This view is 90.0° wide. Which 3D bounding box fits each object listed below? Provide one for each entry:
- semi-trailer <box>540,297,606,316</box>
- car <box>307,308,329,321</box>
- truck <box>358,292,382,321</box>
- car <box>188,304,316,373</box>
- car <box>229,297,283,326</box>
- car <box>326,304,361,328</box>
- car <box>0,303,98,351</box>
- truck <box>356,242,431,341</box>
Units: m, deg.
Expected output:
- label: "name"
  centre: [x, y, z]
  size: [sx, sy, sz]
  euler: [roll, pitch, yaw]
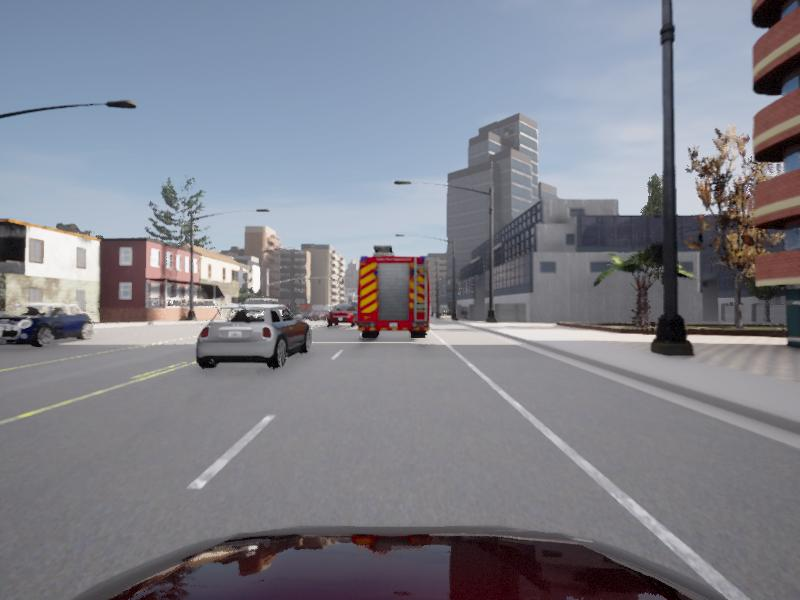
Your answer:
- label: "semi-trailer"
  centre: [40.266, 1.518, 93.150]
  size: [14.254, 4.402, 2.717]
  euler: [0, -3, -2]
- label: "car"
  centre: [-10.990, 1.971, 54.051]
  size: [2.097, 1.767, 4.553]
  euler: [0, -2, -1]
- label: "truck"
  centre: [-4.117, 1.044, 56.660]
  size: [2.891, 3.827, 8.468]
  euler: [0, -2, -1]
- label: "car"
  centre: [-3.628, 0.852, 10.608]
  size: [1.970, 1.475, 3.806]
  euler: [0, 0, 0]
- label: "car"
  centre: [-10.778, 0.870, 30.506]
  size: [2.150, 2.045, 5.566]
  euler: [0, -1, 0]
- label: "car"
  centre: [-3.722, 1.057, 26.944]
  size: [1.816, 1.474, 4.193]
  euler: [0, -1, -1]
- label: "car"
  centre: [-12.991, 0.863, 14.308]
  size: [1.970, 1.475, 3.806]
  euler: [0, 0, -11]
- label: "truck"
  centre: [-0.228, -0.257, 19.713]
  size: [2.891, 3.827, 8.468]
  euler: [0, -1, 0]
